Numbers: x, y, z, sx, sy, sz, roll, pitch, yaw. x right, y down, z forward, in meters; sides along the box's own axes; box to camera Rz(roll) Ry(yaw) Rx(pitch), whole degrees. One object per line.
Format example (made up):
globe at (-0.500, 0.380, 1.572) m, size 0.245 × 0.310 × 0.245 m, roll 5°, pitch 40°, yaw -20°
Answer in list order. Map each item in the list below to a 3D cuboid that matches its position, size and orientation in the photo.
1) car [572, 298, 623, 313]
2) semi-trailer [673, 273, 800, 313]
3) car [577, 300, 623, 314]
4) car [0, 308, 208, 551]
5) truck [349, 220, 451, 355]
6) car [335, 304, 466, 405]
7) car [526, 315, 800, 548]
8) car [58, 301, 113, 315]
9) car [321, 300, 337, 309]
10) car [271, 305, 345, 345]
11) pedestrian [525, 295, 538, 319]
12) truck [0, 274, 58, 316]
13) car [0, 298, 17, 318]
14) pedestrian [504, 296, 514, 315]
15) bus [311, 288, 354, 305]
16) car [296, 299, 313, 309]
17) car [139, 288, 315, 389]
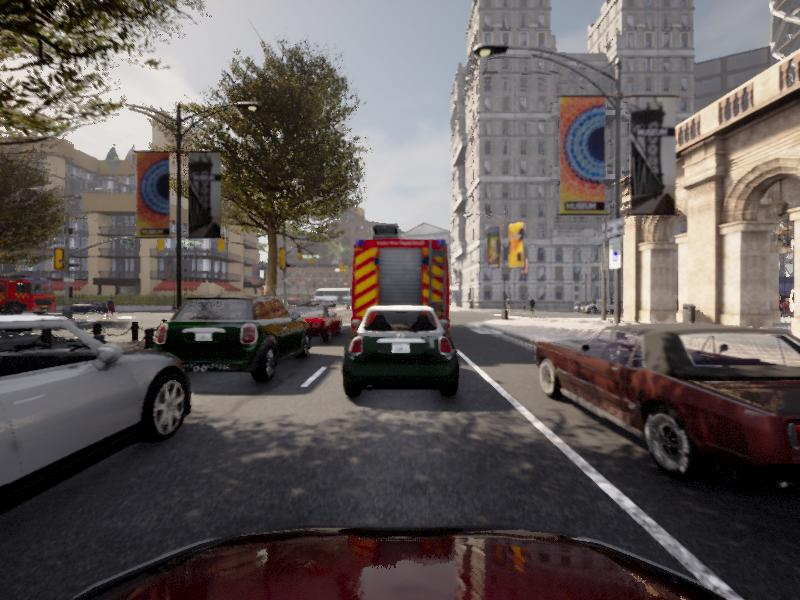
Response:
car at (22.352, 0.651, 45.446) m, size 4.856 × 1.649 × 2.033 m, roll 0°, pitch 0°, yaw 0°
semi-trailer at (39.144, -0.744, 45.476) m, size 14.254 × 4.402 × 2.717 m, roll 0°, pitch 0°, yaw 0°
car at (20.922, 0.736, 41.940) m, size 3.806 × 1.475 × 1.970 m, roll 0°, pitch 0°, yaw 0°
car at (-3.500, 0.844, 3.314) m, size 1.970 × 1.475 × 3.806 m, roll 0°, pitch 0°, yaw 0°
truck at (0.008, -0.364, 15.569) m, size 2.891 × 3.827 × 8.468 m, roll 0°, pitch 0°, yaw 0°
car at (0.003, 0.831, 7.900) m, size 1.970 × 1.475 × 3.806 m, roll 0°, pitch 0°, yaw 0°
car at (3.251, 0.925, 4.911) m, size 1.895 × 1.301 × 4.718 m, roll 0°, pitch 0°, yaw 0°
car at (-32.675, 0.791, 41.649) m, size 4.181 × 1.385 × 1.994 m, roll 0°, pitch 0°, yaw 0°
car at (-11.490, 0.673, 64.764) m, size 1.970 × 1.475 × 3.806 m, roll 0°, pitch 0°, yaw 0°
car at (-3.497, 0.899, 16.168) m, size 1.895 × 1.301 × 4.718 m, roll 0°, pitch 0°, yaw 0°
pedestrian at (10.459, 0.549, 31.765) m, size 0.751 × 1.860 × 0.751 m, roll 0°, pitch 0°, yaw -4°
truck at (-38.059, -0.426, 38.112) m, size 8.468 × 3.827 × 2.891 m, roll 0°, pitch 0°, yaw 0°
car at (-36.693, 0.674, 34.625) m, size 5.238 × 1.638 × 1.930 m, roll 0°, pitch 0°, yaw -1°
pedestrian at (10.419, 0.531, 38.210) m, size 0.751 × 1.860 × 0.751 m, roll 0°, pitch 0°, yaw -3°
bus at (-17.335, -0.826, 103.071) m, size 10.273 × 4.253 × 3.944 m, roll 0°, pitch 0°, yaw 10°
car at (-14.990, 0.639, 62.830) m, size 1.789 × 1.549 × 3.705 m, roll 0°, pitch 0°, yaw 0°
car at (-3.498, 0.669, 9.248) m, size 2.097 × 1.767 × 4.553 m, roll 0°, pitch 0°, yaw 0°
